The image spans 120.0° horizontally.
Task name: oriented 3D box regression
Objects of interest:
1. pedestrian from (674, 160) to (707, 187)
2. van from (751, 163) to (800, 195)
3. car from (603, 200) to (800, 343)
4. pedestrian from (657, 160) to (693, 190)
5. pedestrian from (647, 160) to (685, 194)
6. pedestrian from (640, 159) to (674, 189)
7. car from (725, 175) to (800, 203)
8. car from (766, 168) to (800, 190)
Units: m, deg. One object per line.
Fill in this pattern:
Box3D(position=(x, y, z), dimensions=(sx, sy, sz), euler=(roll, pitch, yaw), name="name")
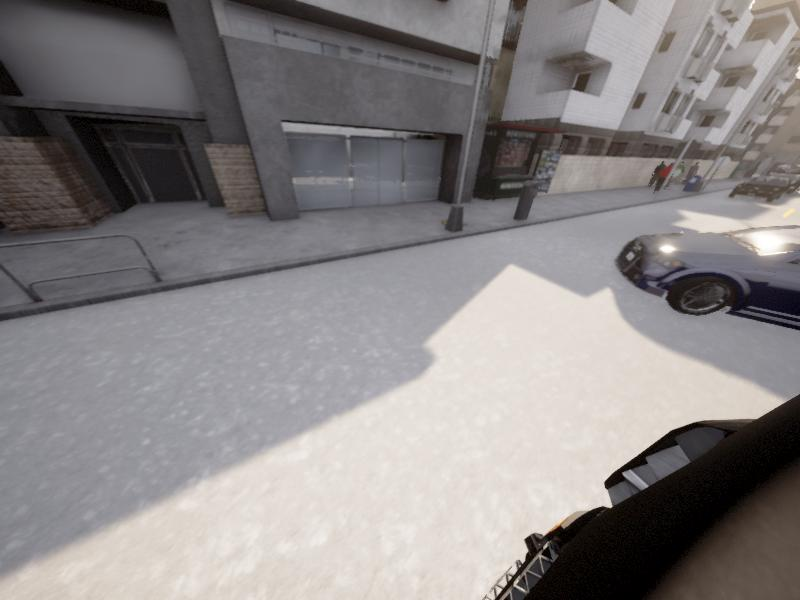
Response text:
Box3D(position=(24.139, -10.495, 19.216), dimensions=(0.751, 1.860, 0.751), euler=(-13, 37, -21), name="pedestrian")
Box3D(position=(32.527, -10.229, 19.458), dimensions=(4.480, 2.038, 2.069), euler=(-16, 38, -26), name="van")
Box3D(position=(6.281, -0.413, 3.665), dimensions=(4.181, 1.385, 1.994), euler=(19, 37, 23), name="car")
Box3D(position=(20.148, -9.152, 16.945), dimensions=(0.751, 1.860, 0.751), euler=(-13, 37, -22), name="pedestrian")
Box3D(position=(17.088, -7.913, 14.893), dimensions=(0.751, 1.860, 0.751), euler=(-20, 40, -30), name="pedestrian")
Box3D(position=(18.900, -9.262, 17.026), dimensions=(0.751, 1.860, 0.751), euler=(-12, 36, -20), name="pedestrian")
Box3D(position=(24.696, -7.651, 15.754), dimensions=(4.718, 1.301, 1.895), euler=(-16, 38, -26), name="car")
Box3D(position=(39.814, -12.187, 23.193), dimensions=(4.611, 1.667, 2.242), euler=(-16, 38, -26), name="car")
